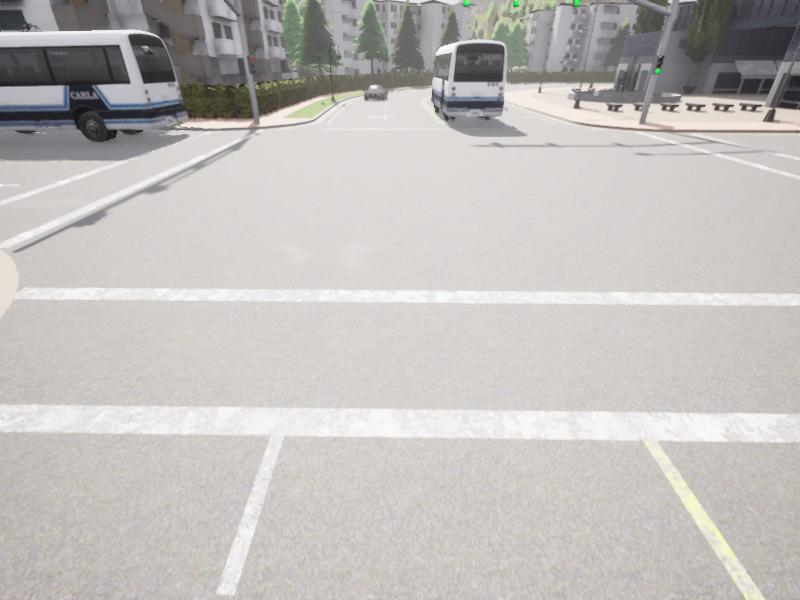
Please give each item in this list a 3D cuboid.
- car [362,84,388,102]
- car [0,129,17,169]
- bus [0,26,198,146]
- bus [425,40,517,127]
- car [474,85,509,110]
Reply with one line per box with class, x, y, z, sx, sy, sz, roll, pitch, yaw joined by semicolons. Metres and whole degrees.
car;-2.441;-20.861;40.318;1.994;1.385;4.181;3;30;4
car;-16.110;-4.965;12.987;4.902;1.511;2.128;1;30;1
bus;-15.770;-9.622;18.225;10.273;4.253;3.944;0;30;2
bus;4.104;-14.545;26.667;3.944;4.253;10.273;-1;30;-1
car;7.574;-17.049;33.566;1.851;1.617;3.988;-1;30;-1
